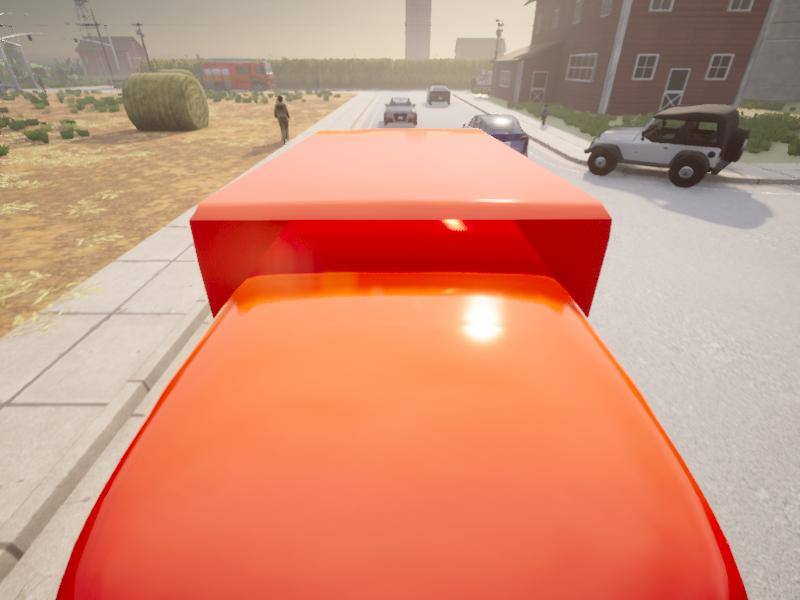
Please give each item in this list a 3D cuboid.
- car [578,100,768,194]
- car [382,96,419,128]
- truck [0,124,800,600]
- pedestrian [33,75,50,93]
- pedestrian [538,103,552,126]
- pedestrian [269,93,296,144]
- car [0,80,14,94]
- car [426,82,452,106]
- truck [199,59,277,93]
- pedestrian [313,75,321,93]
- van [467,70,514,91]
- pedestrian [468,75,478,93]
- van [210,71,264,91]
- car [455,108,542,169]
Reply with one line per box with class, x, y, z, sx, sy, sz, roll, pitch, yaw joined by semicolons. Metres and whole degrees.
car;7.679;-4.616;11.691;1.905;1.878;3.866;-30;40;-32
car;0.024;-11.370;24.057;1.994;1.385;4.181;0;30;0
truck;0.001;0.231;3.171;2.627;2.467;5.204;0;29;0
pedestrian;-44.501;-26.814;49.654;0.751;1.860;0.751;4;31;7
pedestrian;7.933;-10.166;21.917;0.500;1.100;0.500;6;31;10
pedestrian;-4.895;-7.588;16.761;0.751;1.860;0.751;-4;31;-7
car;-51.278;-26.192;49.278;2.163;1.488;4.792;9;31;15
car;3.531;-19.162;37.100;1.930;1.638;5.238;0;30;0
truck;-21.178;-29.629;52.869;8.468;3.827;2.891;0;30;1
pedestrian;-10.293;-26.903;49.808;0.751;1.860;0.751;-6;31;-9
van;12.571;-30.580;55.769;5.915;2.561;1.988;0;30;1
pedestrian;9.041;-26.615;49.300;0.751;1.860;0.751;26;39;37
van;-22.808;-30.810;56.271;6.366;2.431;2.351;0;30;1
car;3.515;-6.339;15.355;2.163;1.488;4.792;0;30;0
